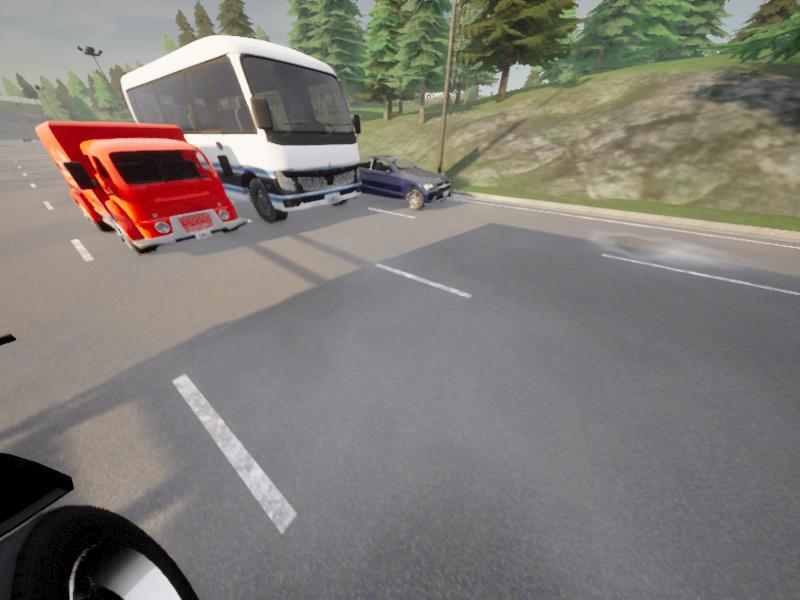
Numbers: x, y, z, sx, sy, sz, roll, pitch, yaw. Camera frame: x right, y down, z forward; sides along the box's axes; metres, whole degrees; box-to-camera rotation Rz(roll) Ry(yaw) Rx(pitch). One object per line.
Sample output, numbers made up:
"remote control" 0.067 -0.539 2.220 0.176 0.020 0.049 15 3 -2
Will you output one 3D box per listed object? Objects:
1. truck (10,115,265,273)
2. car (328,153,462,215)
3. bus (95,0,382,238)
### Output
"truck" -6.587 -3.027 5.981 5.204 2.467 2.627 22 41 28
"car" -0.337 -5.053 9.651 5.027 1.651 2.152 22 41 28
"bus" -6.008 -6.069 8.751 10.273 4.253 3.944 22 41 28
